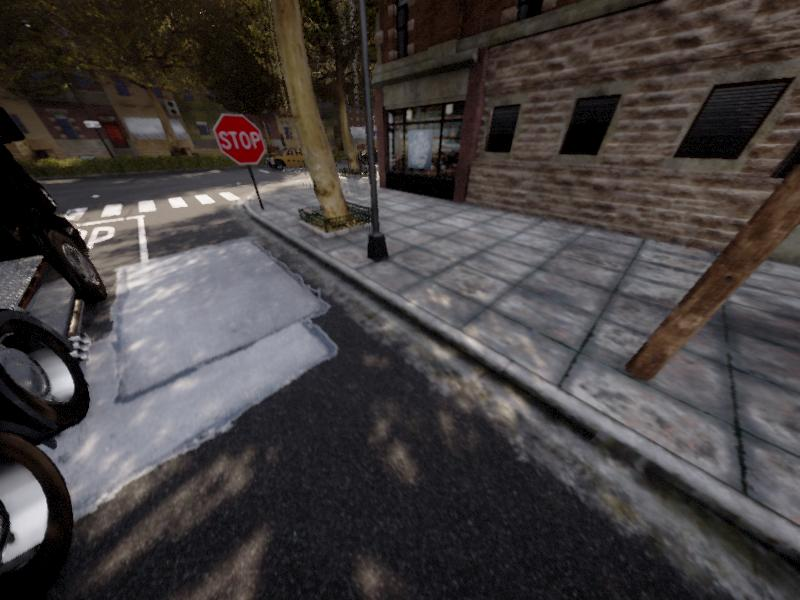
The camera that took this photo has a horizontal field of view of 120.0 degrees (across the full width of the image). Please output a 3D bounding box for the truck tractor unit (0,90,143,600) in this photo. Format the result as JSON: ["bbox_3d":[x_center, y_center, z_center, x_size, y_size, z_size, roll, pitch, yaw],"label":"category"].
[{"bbox_3d":[-4.794,-0.533,1.128,3.053,4.208,6.516,-29,44,-35],"label":"truck tractor unit"}]

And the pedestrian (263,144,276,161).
[{"bbox_3d":[-16.476,-18.590,29.127,0.751,1.860,0.751,-28,43,-34],"label":"pedestrian"}]

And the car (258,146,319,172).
[{"bbox_3d":[-10.576,-13.715,22.324,4.605,1.855,1.932,-29,44,-34],"label":"car"}]

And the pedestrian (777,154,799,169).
[{"bbox_3d":[35.225,-12.618,20.992,0.500,1.100,0.500,29,44,35],"label":"pedestrian"}]

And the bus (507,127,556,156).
[{"bbox_3d":[26.295,-31.536,46.009,10.273,4.253,3.944,-28,43,-34],"label":"bus"}]

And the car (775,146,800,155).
[{"bbox_3d":[74.977,-27.960,43.295,1.895,1.301,4.718,-28,43,-34],"label":"car"}]

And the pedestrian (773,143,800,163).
[{"bbox_3d":[43.289,-16.442,25.852,0.751,1.860,0.751,-29,44,-35],"label":"pedestrian"}]
